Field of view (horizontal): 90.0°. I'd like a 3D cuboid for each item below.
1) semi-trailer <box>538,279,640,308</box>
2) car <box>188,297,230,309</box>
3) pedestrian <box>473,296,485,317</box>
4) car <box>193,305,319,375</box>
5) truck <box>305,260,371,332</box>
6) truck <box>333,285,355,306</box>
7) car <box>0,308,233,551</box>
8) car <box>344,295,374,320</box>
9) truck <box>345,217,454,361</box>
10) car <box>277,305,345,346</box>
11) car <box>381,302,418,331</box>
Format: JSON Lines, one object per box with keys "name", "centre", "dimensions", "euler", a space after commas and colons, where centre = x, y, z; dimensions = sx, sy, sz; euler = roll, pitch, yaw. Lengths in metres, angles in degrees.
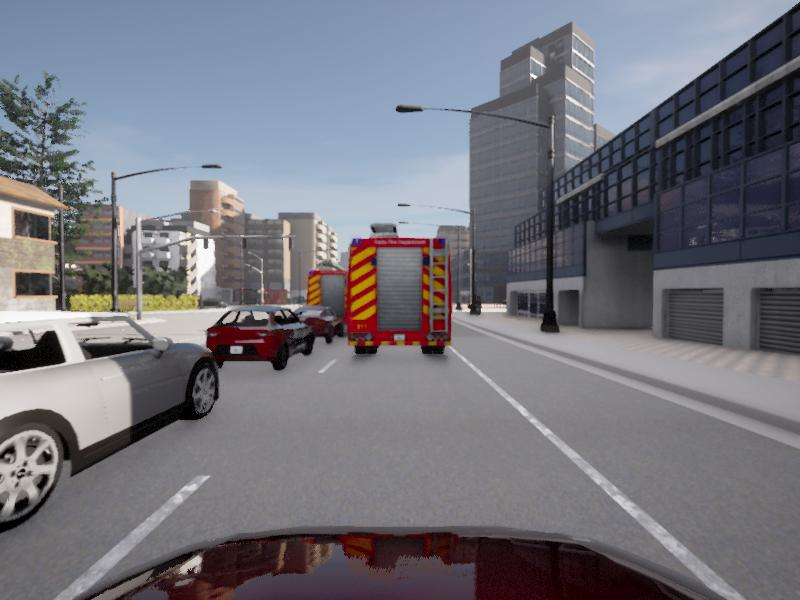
{"name": "semi-trailer", "centre": [28.879, -1.017, 61.454], "dimensions": [14.254, 4.402, 2.717], "euler": [0, 1, 0]}
{"name": "car", "centre": [-27.804, 0.439, 58.408], "dimensions": [5.027, 1.651, 2.152], "euler": [0, 1, 1]}
{"name": "pedestrian", "centre": [7.052, 0.543, 35.615], "dimensions": [0.751, 1.860, 0.751], "euler": [0, 1, -16]}
{"name": "car", "centre": [-3.504, 0.890, 10.636], "dimensions": [1.816, 1.474, 4.193], "euler": [0, -1, 0]}
{"name": "truck", "centre": [-3.607, -0.207, 25.563], "dimensions": [2.891, 3.827, 8.468], "euler": [0, 0, 0]}
{"name": "truck", "centre": [-10.521, -0.876, 76.152], "dimensions": [2.891, 3.827, 8.468], "euler": [0, 0, 0]}
{"name": "car", "centre": [-3.503, 0.846, 4.126], "dimensions": [1.970, 1.475, 3.806], "euler": [0, 0, 0]}
{"name": "car", "centre": [-3.584, 0.594, 35.925], "dimensions": [2.150, 2.045, 5.566], "euler": [0, 1, 0]}
{"name": "truck", "centre": [0.001, -0.245, 14.856], "dimensions": [2.891, 3.827, 8.468], "euler": [0, -1, 0]}
{"name": "car", "centre": [-3.538, 0.963, 16.859], "dimensions": [1.812, 1.442, 4.674], "euler": [0, 0, 0]}
{"name": "car", "centre": [-0.007, 0.940, 24.570], "dimensions": [2.038, 1.542, 4.974], "euler": [0, 0, 0]}
